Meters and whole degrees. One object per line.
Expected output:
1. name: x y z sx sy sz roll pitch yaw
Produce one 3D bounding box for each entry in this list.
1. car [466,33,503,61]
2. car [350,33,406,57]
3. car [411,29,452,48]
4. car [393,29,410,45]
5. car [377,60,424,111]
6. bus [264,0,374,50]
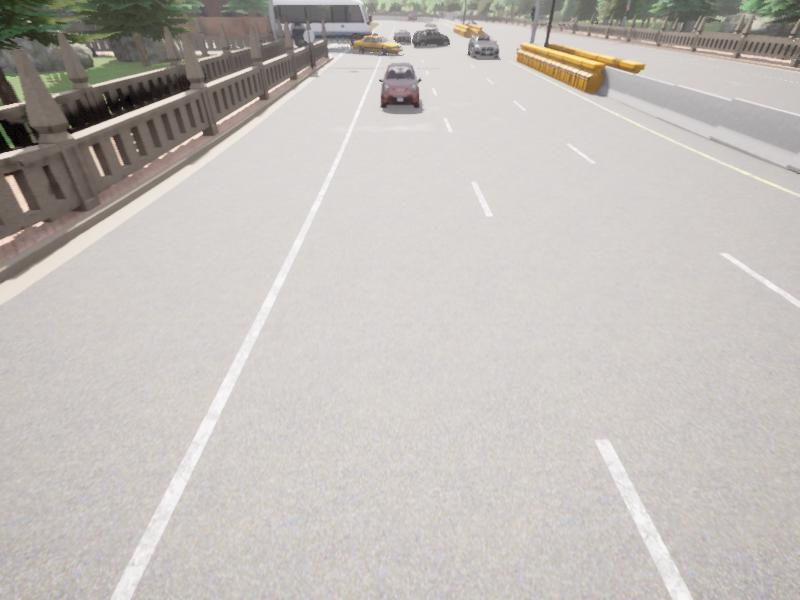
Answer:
1. car: 7.120 -21.781 34.353 2.152 1.651 5.027 0 36 0
2. car: -2.006 -23.251 36.402 5.366 1.575 1.801 29 46 34
3. car: 3.428 -28.683 43.819 3.988 1.617 1.851 -11 38 -15
4. car: 0.218 -31.627 48.053 1.994 1.385 4.181 1 36 1
5. car: 0.011 -9.481 17.587 1.845 1.501 3.633 0 36 0
6. bus: -7.999 -28.440 41.246 10.273 4.253 3.944 -1 36 -1
